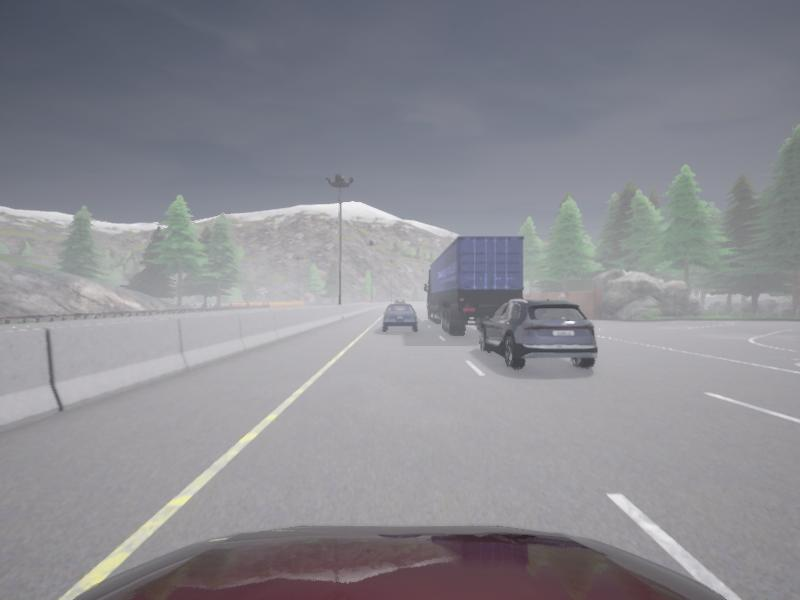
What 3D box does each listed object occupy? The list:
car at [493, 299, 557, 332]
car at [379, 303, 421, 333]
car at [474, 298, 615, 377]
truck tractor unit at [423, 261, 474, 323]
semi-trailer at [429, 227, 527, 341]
[{"bbox_3d":[7.003,0.791,23.038,2.152,1.651,5.027,0,0,0],"label":"car"},{"bbox_3d":[0.004,0.904,22.107,2.033,1.411,5.357,0,0,0],"label":"car"},{"bbox_3d":[3.488,0.782,10.804,2.033,1.649,4.856,0,0,0],"label":"car"},{"bbox_3d":[3.506,-0.515,30.429,3.053,4.208,6.516,0,0,0],"label":"truck tractor unit"},{"bbox_3d":[3.506,-0.614,22.507,2.717,4.402,14.254,0,0,0],"label":"semi-trailer"}]
